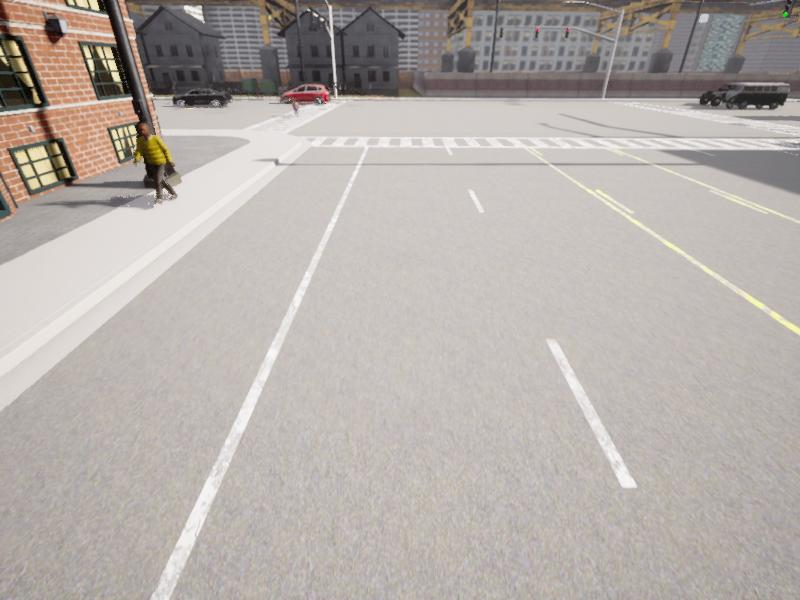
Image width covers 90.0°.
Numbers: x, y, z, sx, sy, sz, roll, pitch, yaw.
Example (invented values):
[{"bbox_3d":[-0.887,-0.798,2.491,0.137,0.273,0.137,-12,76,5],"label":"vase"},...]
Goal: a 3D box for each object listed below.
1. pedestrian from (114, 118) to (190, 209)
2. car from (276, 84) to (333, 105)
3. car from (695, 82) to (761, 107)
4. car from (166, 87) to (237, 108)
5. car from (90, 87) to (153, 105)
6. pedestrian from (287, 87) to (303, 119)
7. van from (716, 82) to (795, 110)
[{"bbox_3d":[-5.624,-3.130,9.199,0.751,1.860,0.751,2,30,4],"label":"pedestrian"},{"bbox_3d":[-8.725,-19.009,36.967,4.611,1.667,2.242,0,30,0],"label":"car"},{"bbox_3d":[29.950,-18.841,36.654,3.866,1.878,1.905,0,30,0],"label":"car"},{"bbox_3d":[-16.802,-17.226,34.043,4.892,1.490,1.837,0,30,0],"label":"car"},{"bbox_3d":[-25.815,-18.995,37.159,4.181,1.385,1.994,0,30,0],"label":"car"},{"bbox_3d":[-6.979,-13.116,26.629,0.751,1.860,0.751,-2,30,-4],"label":"pedestrian"},{"bbox_3d":[29.733,-17.120,33.605,4.442,1.987,1.775,0,30,0],"label":"van"}]
